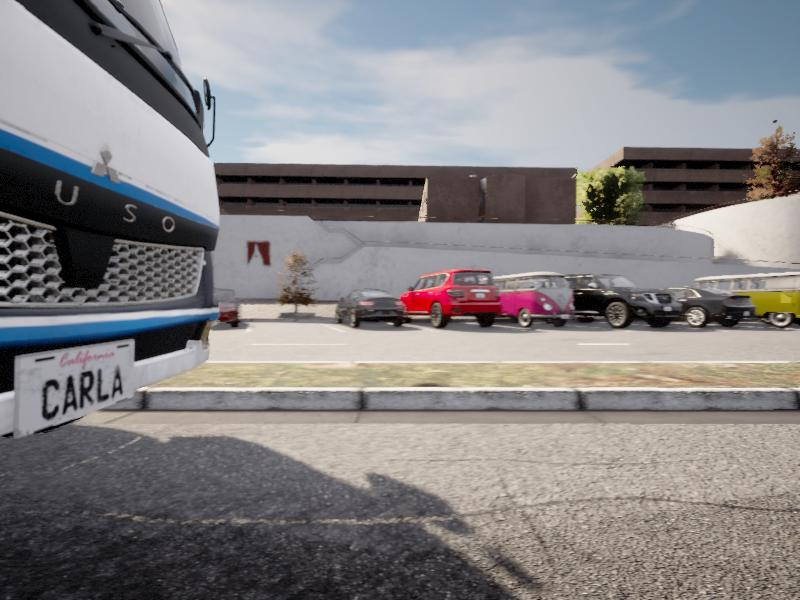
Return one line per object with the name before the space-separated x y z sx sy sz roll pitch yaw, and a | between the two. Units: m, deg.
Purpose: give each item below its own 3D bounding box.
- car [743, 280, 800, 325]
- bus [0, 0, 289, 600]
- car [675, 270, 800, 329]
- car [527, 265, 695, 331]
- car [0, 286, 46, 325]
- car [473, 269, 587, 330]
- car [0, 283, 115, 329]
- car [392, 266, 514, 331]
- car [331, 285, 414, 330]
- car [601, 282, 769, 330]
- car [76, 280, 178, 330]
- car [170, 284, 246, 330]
car | 16.662 0.089 15.527 2.185 1.767 4.553 0 -1 -20
bus | -6.191 -1.144 1.821 10.273 4.253 3.944 0 0 0
car | 13.626 -0.004 15.668 1.878 1.987 4.442 0 -1 -20
car | 7.718 -0.022 15.539 2.435 2.045 5.566 0 -1 -20
car | -16.175 0.216 15.569 2.002 1.452 4.674 0 -1 -20
car | 4.765 0.007 15.457 1.878 1.987 4.442 0 -1 -20
car | -13.203 0.230 15.599 2.163 1.488 4.792 0 -1 -20
car | 1.722 -0.012 15.593 2.435 2.045 5.566 0 -1 -20
car | -1.249 0.278 15.562 2.002 1.452 4.674 0 -1 -20
car | 10.687 0.226 15.552 2.231 1.521 4.892 0 -1 -20
car | -10.134 0.210 15.399 1.946 1.575 5.366 1 -1 -20
car | -7.206 0.257 15.541 2.163 1.488 4.792 1 -1 -20
